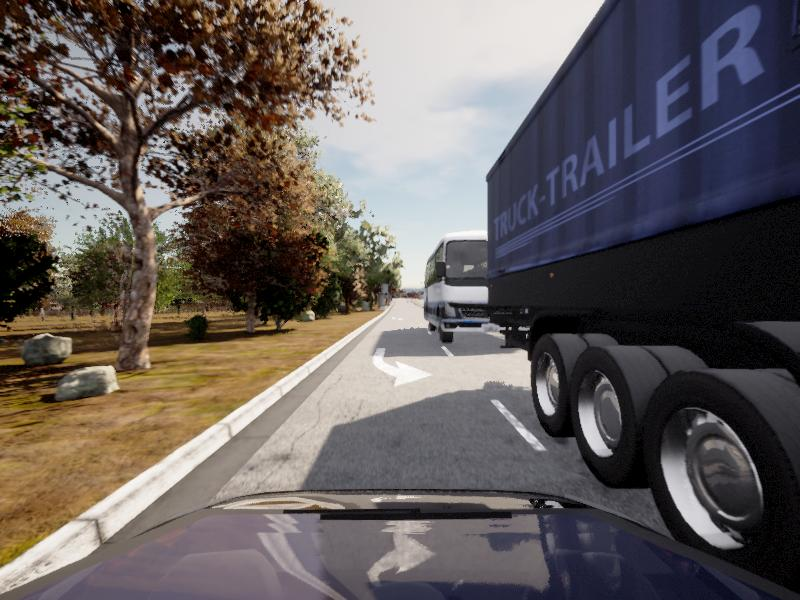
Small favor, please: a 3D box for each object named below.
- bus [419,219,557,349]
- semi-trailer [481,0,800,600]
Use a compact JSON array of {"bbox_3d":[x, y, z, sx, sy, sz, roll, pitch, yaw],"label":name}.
[{"bbox_3d":[3.118,-0.500,18.224,3.944,4.253,10.273,0,0,0],"label":"bus"},{"bbox_3d":[2.993,-0.620,0.912,2.717,4.402,14.254,0,0,0],"label":"semi-trailer"}]
